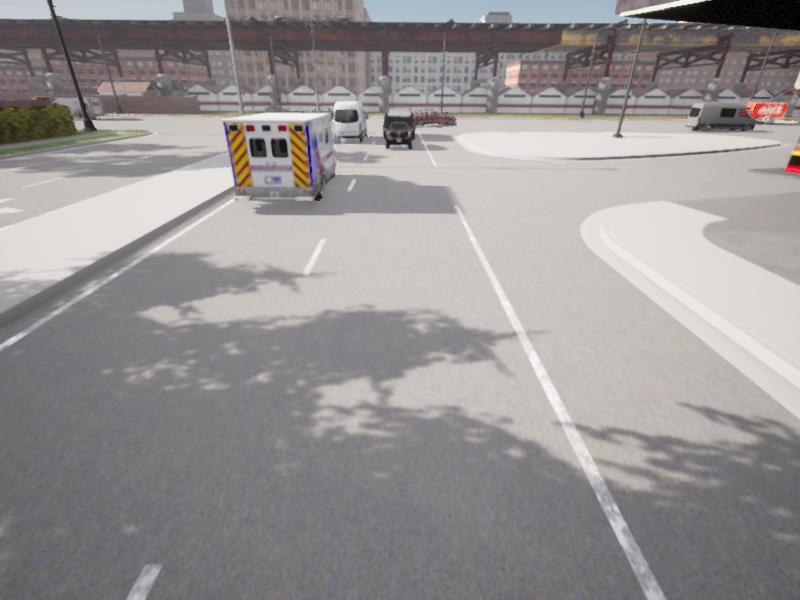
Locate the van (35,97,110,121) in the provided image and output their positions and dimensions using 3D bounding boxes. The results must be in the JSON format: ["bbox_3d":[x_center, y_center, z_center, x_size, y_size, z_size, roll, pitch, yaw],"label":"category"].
[{"bbox_3d":[-39.384,-23.098,48.274,6.366,2.431,2.351,1,27,0],"label":"van"}]

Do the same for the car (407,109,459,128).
[{"bbox_3d":[3.391,-19.235,42.334,5.027,1.651,2.152,-5,27,-10],"label":"car"}]

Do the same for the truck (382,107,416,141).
[{"bbox_3d":[-0.042,-13.981,31.535,2.390,2.098,6.274,1,27,0],"label":"truck"}]

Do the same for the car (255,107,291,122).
[{"bbox_3d":[-15.365,-22.531,48.519,3.705,1.549,1.789,0,27,0],"label":"car"}]

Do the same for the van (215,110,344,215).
[{"bbox_3d":[-3.535,-4.948,13.544,2.351,2.431,6.366,0,27,0],"label":"van"}]

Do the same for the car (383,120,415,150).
[{"bbox_3d":[-0.069,-10.606,25.591,1.845,1.501,3.633,0,27,0],"label":"car"}]

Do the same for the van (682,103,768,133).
[{"bbox_3d":[31.452,-17.785,38.962,5.915,2.561,1.988,1,27,2],"label":"van"}]

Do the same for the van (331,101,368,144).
[{"bbox_3d":[-3.572,-13.206,29.491,1.988,2.561,5.915,0,27,0],"label":"van"}]

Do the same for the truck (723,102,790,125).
[{"bbox_3d":[44.449,-23.369,50.101,5.204,2.467,2.627,8,28,15],"label":"truck"}]

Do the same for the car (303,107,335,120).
[{"bbox_3d":[-10.376,-24.082,51.649,3.633,1.501,1.845,0,27,0],"label":"car"}]
